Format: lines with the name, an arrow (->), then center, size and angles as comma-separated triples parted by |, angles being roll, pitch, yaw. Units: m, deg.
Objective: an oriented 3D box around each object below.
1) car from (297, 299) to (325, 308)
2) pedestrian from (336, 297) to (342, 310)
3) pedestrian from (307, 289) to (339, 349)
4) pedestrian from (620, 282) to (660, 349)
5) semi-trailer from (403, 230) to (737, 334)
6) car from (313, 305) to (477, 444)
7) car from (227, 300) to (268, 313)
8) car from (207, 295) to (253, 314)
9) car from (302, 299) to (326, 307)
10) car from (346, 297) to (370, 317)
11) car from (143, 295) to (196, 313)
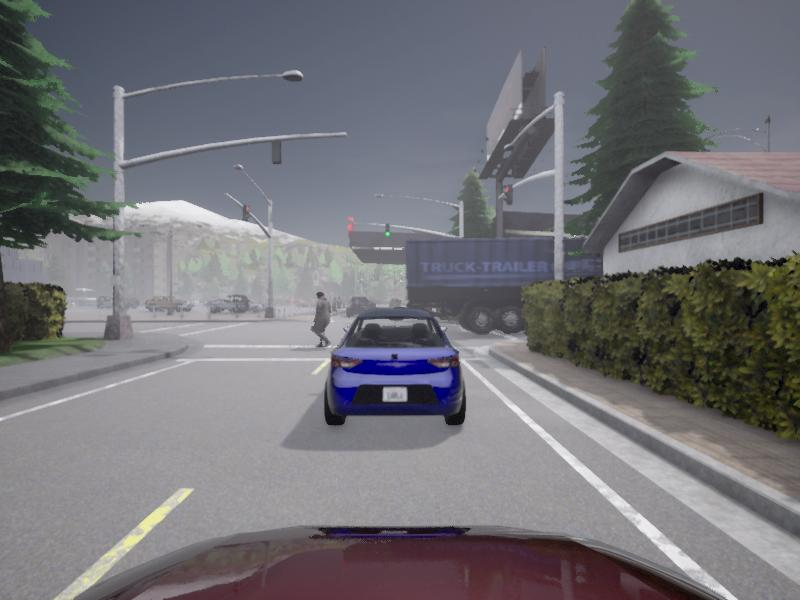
car -> -17.367, 0.641, 78.275 | 5.027, 1.636, 2.152 | 0, 0, -1
pedestrian -> -8.438, 0.461, 55.558 | 0.751, 1.860, 0.751 | 0, 0, -1
pedestrian -> -2.479, 0.593, 12.889 | 0.751, 1.860, 0.751 | 0, 0, 15
pedestrian -> 6.964, 0.438, 11.647 | 0.751, 1.860, 0.751 | 0, 0, 6
semi-trailer -> 7.313, -0.777, 18.432 | 14.254, 4.402, 2.717 | 0, 0, -1
car -> -0.078, 0.851, 6.526 | 1.816, 1.474, 4.193 | 0, 0, -1
car -> -16.706, 0.686, 44.025 | 3.806, 1.475, 1.970 | 0, 0, -1
car -> -17.258, 0.403, 40.689 | 3.866, 1.878, 1.905 | 0, 0, -1
car -> -17.475, 0.649, 81.411 | 4.514, 1.523, 2.007 | 0, 0, -1
car -> -3.952, 0.630, 38.132 | 1.905, 1.878, 3.866 | 0, 0, -1
car -> -25.183, 0.422, 43.836 | 4.605, 1.855, 1.932 | 0, 0, -1
